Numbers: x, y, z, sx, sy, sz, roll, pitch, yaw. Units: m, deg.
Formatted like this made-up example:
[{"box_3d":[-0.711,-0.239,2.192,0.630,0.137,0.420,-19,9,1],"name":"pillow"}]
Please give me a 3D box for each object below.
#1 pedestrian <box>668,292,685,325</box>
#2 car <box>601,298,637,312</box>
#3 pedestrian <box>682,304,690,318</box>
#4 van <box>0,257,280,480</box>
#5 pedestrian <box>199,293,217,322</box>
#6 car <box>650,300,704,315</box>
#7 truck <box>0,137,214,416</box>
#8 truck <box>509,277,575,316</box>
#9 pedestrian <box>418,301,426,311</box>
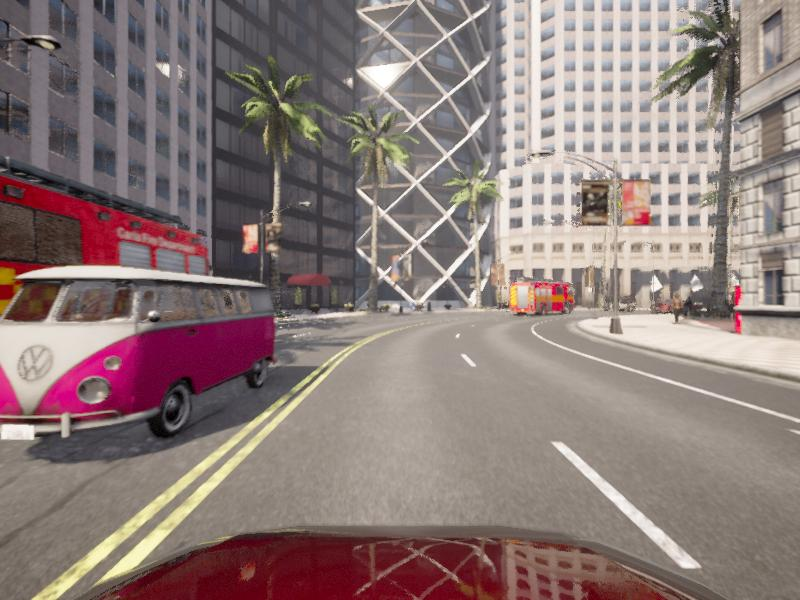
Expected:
[{"box_3d":[16.099,0.492,23.293,0.751,1.860,0.751,0,0,31],"name":"pedestrian"},{"box_3d":[28.796,0.661,52.603,3.866,1.878,1.905,0,0,-11],"name":"car"},{"box_3d":[23.468,0.875,32.819,0.500,1.100,0.500,0,0,44],"name":"pedestrian"},{"box_3d":[-3.357,0.598,5.807,1.775,1.987,4.442,0,0,2],"name":"van"},{"box_3d":[-12.790,0.492,26.687,0.751,1.860,0.751,0,0,17],"name":"pedestrian"},{"box_3d":[31.796,0.794,45.932,5.027,1.651,2.152,0,0,-9],"name":"car"},{"box_3d":[-6.877,-0.318,7.133,2.891,3.827,8.468,0,0,2],"name":"truck"},{"box_3d":[15.304,-0.309,42.712,8.468,3.827,2.891,0,0,-41],"name":"truck"},{"box_3d":[2.930,0.780,52.342,0.751,1.300,0.751,0,0,-39],"name":"pedestrian"}]
